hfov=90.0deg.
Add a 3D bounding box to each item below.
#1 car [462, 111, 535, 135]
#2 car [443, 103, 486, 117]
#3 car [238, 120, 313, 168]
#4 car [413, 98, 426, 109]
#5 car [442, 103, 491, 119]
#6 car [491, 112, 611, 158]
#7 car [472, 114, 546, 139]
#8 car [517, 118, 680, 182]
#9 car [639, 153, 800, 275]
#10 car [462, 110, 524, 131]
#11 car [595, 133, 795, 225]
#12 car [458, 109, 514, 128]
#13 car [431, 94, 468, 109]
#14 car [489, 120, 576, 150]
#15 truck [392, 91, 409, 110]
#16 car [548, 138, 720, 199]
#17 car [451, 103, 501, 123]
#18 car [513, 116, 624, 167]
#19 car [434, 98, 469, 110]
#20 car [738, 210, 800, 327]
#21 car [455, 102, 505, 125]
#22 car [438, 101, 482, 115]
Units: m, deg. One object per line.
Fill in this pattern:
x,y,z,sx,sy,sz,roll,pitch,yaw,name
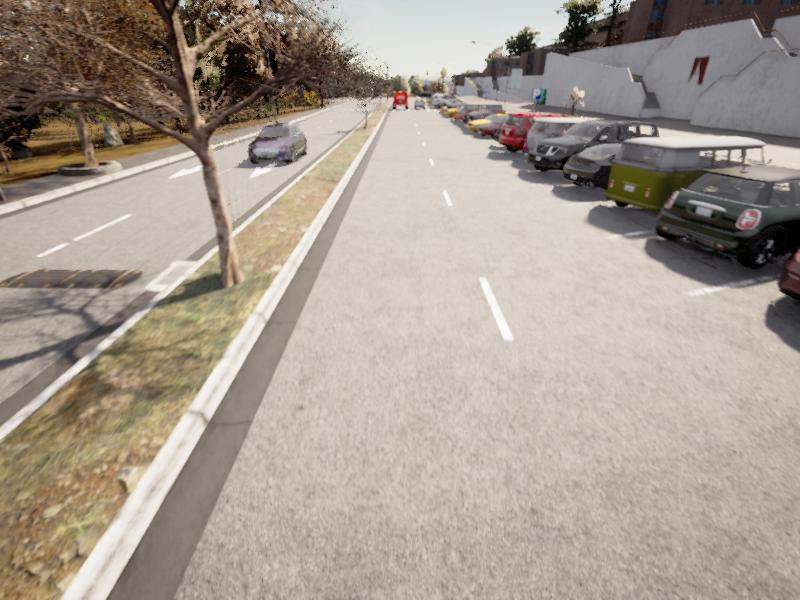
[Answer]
7.952,-14.372,32.440,5.366,1.575,1.946,-9,30,-18,car
8.186,-24.256,50.938,4.792,1.488,2.163,-9,30,-18,car
-5.762,-7.642,19.302,2.033,1.649,4.856,0,28,0,car
3.118,-31.650,64.475,1.845,1.501,3.633,0,28,0,car
7.981,-22.832,48.227,5.366,1.575,1.946,-9,30,-18,car
8.135,-9.066,21.836,5.566,2.045,2.435,-8,29,-18,car
8.091,-12.971,29.869,4.792,1.488,2.163,-9,30,-18,car
8.074,-6.293,16.519,5.566,2.045,2.435,-8,29,-18,car
8.052,-2.045,8.648,4.553,1.767,2.185,-8,29,-18,car
8.155,-15.777,35.169,4.792,1.488,2.163,-9,29,-18,car
8.197,-3.535,11.294,4.442,1.987,1.878,-8,29,-18,car
8.128,-17.169,37.795,4.674,1.452,2.002,-9,29,-18,car
8.222,-32.980,66.565,5.566,2.045,2.435,-9,29,-18,car
8.104,-10.188,24.602,4.674,1.452,2.002,-9,29,-18,car
0.121,-32.071,64.255,2.627,2.467,5.204,0,28,0,truck
8.083,-4.696,14.004,4.892,1.521,2.231,-8,29,-18,car
8.118,-20.131,42.969,4.553,1.767,2.185,-9,30,-18,car
7.995,-7.638,19.149,4.442,1.987,1.878,-8,29,-18,car
8.196,-31.340,64.038,4.892,1.521,2.231,-9,30,-18,car
8.069,-0.523,6.090,4.674,1.452,2.002,-8,29,-18,car
8.036,-18.787,40.255,4.442,1.987,1.878,-9,30,-18,car
7.992,-25.670,53.475,5.366,1.575,1.946,-9,30,-18,car
